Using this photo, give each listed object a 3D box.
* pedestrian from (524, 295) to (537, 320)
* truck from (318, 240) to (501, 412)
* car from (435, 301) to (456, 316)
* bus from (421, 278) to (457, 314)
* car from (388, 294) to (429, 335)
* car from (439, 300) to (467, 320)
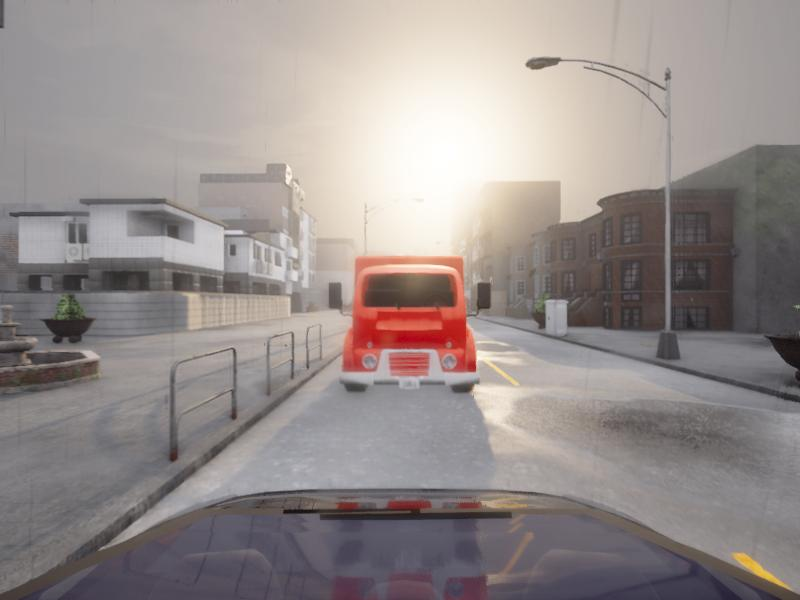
[{"bbox_3d":[9.866,0.584,30.296,0.751,1.860,0.751,0,0,-3],"label":"pedestrian"},{"bbox_3d":[0.183,0.370,8.339,2.627,2.467,5.204,0,0,1],"label":"truck"},{"bbox_3d":[4.880,0.895,43.646,1.882,1.535,5.008,0,0,1],"label":"car"},{"bbox_3d":[4.944,-0.447,52.920,3.944,4.253,10.273,0,0,1],"label":"bus"},{"bbox_3d":[0.425,0.681,20.618,1.905,1.878,3.866,0,0,1],"label":"car"},{"bbox_3d":[4.735,0.831,36.262,1.930,1.638,5.238,0,0,1],"label":"car"}]
